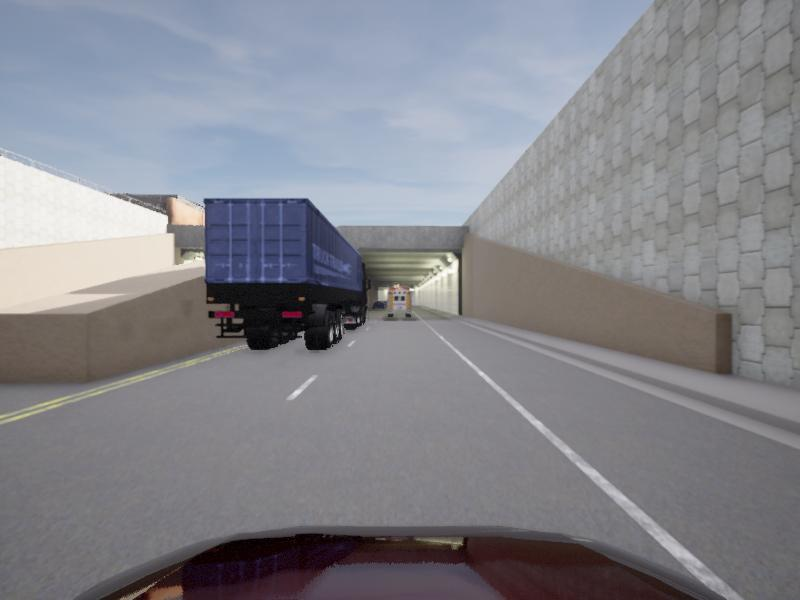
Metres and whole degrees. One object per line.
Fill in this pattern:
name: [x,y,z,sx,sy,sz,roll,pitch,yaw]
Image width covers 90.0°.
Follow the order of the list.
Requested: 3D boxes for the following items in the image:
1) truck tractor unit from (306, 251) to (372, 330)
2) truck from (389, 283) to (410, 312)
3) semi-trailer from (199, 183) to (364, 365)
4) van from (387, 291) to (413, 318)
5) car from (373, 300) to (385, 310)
truck tractor unit: [-3.506,-0.528,24.715,3.053,4.208,6.516,0,0,0]
truck: [-0.043,-0.336,57.770,2.891,3.827,8.468,0,0,1]
semi-trailer: [-3.510,-0.624,16.797,2.717,4.402,14.254,0,0,0]
van: [-0.027,0.369,38.926,2.351,2.431,6.366,0,0,0]
car: [-3.551,0.807,68.684,1.882,1.535,5.008,0,0,0]
